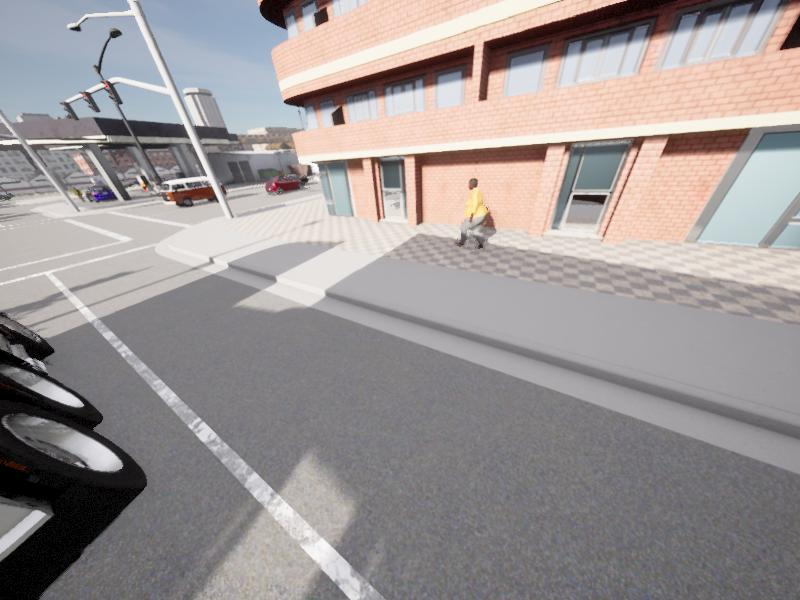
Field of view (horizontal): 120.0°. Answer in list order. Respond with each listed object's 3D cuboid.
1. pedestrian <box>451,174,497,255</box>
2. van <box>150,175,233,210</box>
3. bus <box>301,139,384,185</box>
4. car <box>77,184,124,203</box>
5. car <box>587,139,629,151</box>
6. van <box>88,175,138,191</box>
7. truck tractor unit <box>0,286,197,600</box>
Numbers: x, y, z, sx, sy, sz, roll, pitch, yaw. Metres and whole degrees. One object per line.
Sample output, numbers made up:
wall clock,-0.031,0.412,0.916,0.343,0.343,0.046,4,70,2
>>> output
pedestrian,1.928,-2.263,6.150,0.751,1.860,0.751,19,40,32
van,-17.738,-9.379,19.956,2.069,2.038,4.480,13,37,26
bus,-6.708,-17.916,29.782,3.944,4.253,10.273,14,37,27
car,-36.095,-12.862,27.865,4.611,1.667,2.242,15,37,27
car,37.639,-28.143,42.012,5.357,1.411,2.033,14,37,28
van,-64.768,-26.474,52.255,2.351,2.431,6.366,15,37,27
truck tractor unit,-5.378,0.137,0.935,6.516,4.208,3.053,6,43,30
